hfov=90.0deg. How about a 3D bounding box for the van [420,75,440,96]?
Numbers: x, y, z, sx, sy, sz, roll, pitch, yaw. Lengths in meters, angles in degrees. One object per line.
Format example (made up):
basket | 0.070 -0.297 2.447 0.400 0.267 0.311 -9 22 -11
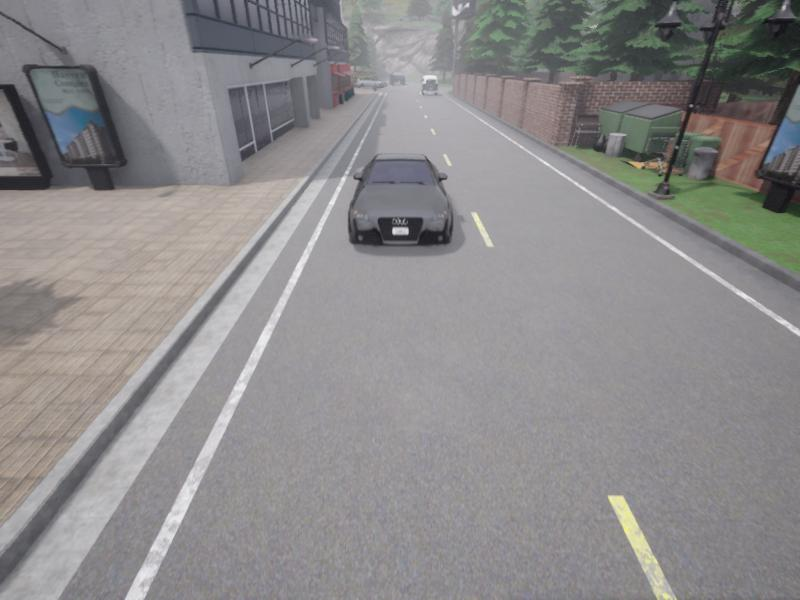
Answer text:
van | 3.533 -25.635 47.780 2.069 2.038 4.480 0 30 0

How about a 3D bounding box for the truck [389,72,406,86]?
truck | -0.471 -40.308 72.768 2.390 2.098 6.274 -3 30 -5

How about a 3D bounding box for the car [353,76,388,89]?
car | -4.328 -31.657 58.188 4.611 1.667 2.242 -9 31 -15

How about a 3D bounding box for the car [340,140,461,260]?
car | 0.010 -2.396 8.729 1.994 1.385 4.181 0 31 0
